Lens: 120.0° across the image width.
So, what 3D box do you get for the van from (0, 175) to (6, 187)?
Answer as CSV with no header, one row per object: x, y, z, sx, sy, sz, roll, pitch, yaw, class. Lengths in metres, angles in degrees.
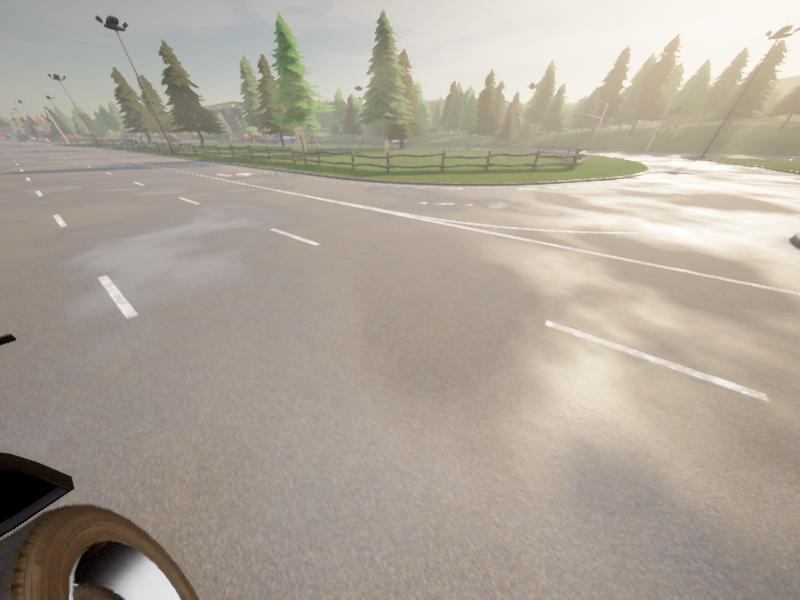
-23.187,-7.130,12.087,4.442,1.987,1.775,22,41,28,van

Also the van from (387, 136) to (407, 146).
-1.036,-48.685,70.675,5.915,2.561,1.988,22,41,28,van
